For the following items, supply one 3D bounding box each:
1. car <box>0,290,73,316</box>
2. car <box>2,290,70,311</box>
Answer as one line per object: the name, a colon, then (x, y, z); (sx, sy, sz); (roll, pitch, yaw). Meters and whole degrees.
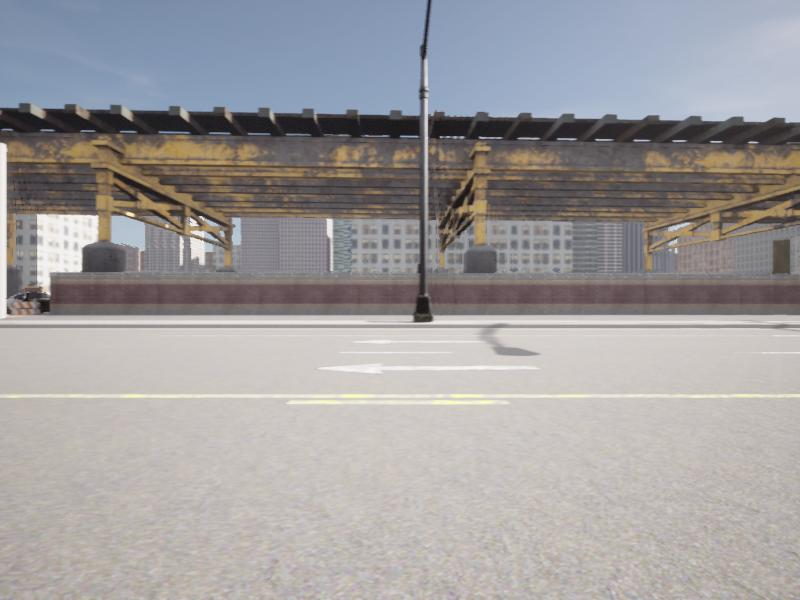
car: (-23.601, 0.187, 25.934); (4.974, 1.542, 2.038); (0, 0, 29)
car: (-23.647, 0.029, 25.959); (4.536, 1.218, 1.853); (0, 0, 29)
